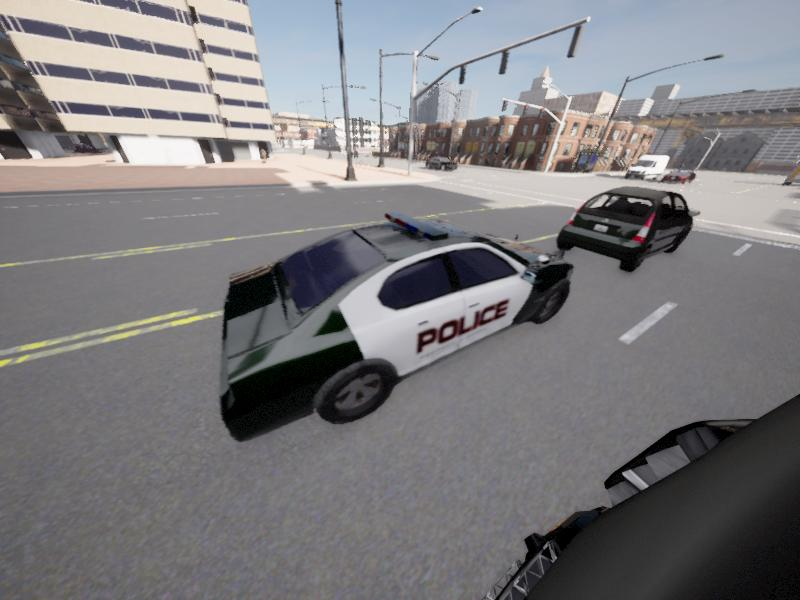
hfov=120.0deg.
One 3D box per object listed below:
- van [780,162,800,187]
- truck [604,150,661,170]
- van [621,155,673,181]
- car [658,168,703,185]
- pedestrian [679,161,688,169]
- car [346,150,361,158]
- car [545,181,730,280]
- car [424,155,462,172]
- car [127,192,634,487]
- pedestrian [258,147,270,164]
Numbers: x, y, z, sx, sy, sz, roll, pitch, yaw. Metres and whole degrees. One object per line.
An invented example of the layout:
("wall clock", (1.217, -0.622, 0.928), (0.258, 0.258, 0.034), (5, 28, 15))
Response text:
("van", (50.666, -15.579, 28.676), (6.366, 2.431, 2.351), (-16, 38, -26))
("truck", (56.259, -34.258, 56.294), (2.891, 3.827, 8.468), (-16, 38, -26))
("van", (30.463, -16.323, 28.492), (5.915, 2.561, 1.988), (-17, 38, -26))
("car", (31.481, -13.911, 25.937), (4.181, 1.385, 1.994), (-16, 37, -26))
("pedestrian", (75.181, -35.741, 61.176), (0.751, 1.860, 0.751), (29, 42, 35))
("car", (-12.234, -38.461, 60.692), (2.128, 1.511, 4.902), (-17, 38, -26))
("car", (6.186, -2.076, 6.098), (3.988, 1.617, 1.851), (-16, 38, -26))
("car", (5.478, -17.998, 30.362), (1.930, 1.638, 5.238), (-17, 38, -26))
("car", (0.487, -0.341, 3.180), (4.974, 1.542, 2.038), (-17, 38, -26))
("pedestrian", (-17.687, -18.790, 29.989), (0.751, 1.860, 0.751), (-7, 34, -13))
